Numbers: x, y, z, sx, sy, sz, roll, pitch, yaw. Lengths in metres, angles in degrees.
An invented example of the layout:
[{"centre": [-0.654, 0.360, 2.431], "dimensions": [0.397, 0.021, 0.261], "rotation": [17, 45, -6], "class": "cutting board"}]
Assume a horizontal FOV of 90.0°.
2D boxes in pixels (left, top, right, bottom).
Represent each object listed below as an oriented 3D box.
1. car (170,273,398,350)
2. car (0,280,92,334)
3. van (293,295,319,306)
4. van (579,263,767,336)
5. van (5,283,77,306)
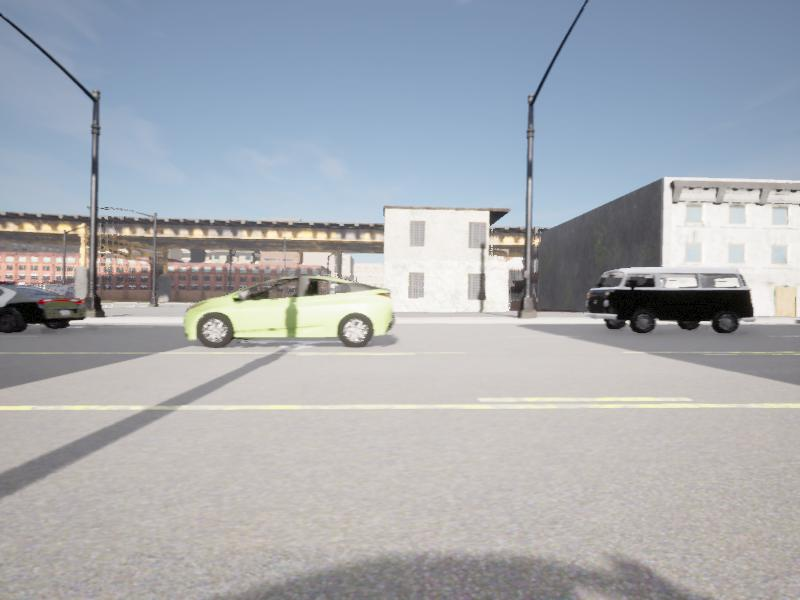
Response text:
[{"centre": [-2.315, 0.224, 8.971], "dimensions": [4.514, 1.525, 2.007], "rotation": [0, 0, -1], "class": "car"}, {"centre": [-12.875, 0.194, 12.417], "dimensions": [4.974, 1.542, 2.038], "rotation": [0, 0, -2], "class": "car"}, {"centre": [-17.006, 0.082, 72.748], "dimensions": [4.480, 2.038, 2.069], "rotation": [1, 0, -11], "class": "van"}, {"centre": [8.326, -0.013, 12.559], "dimensions": [4.480, 2.038, 2.069], "rotation": [0, 0, 0], "class": "van"}, {"centre": [-39.981, -0.567, 44.837], "dimensions": [2.351, 2.431, 6.366], "rotation": [1, 0, -1], "class": "van"}]
